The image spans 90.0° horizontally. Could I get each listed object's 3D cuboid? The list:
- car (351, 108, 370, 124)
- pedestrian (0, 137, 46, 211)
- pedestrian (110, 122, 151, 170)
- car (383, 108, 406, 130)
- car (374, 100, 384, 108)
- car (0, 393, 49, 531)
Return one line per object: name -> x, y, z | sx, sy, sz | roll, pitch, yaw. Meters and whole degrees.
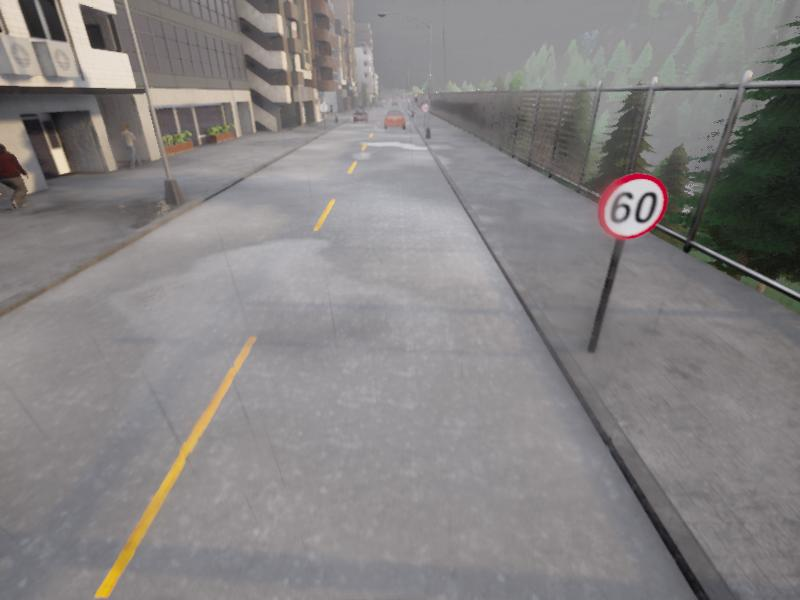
car -> -4.600, -21.777, 47.315 | 1.845, 1.501, 3.633 | 0, 27, -1
pedestrian -> -10.974, -3.530, 11.245 | 0.751, 1.860, 0.751 | -3, 27, -6
pedestrian -> -11.643, -6.665, 17.330 | 0.751, 1.860, 0.751 | 3, 27, 6
car -> -0.514, -17.983, 39.654 | 2.097, 1.767, 4.553 | 0, 27, -1
car -> -5.224, -48.875, 99.751 | 2.097, 1.767, 4.553 | 0, 27, -1
car -> -4.056, 2.044, 0.842 | 1.930, 1.638, 5.238 | 0, 27, -1
